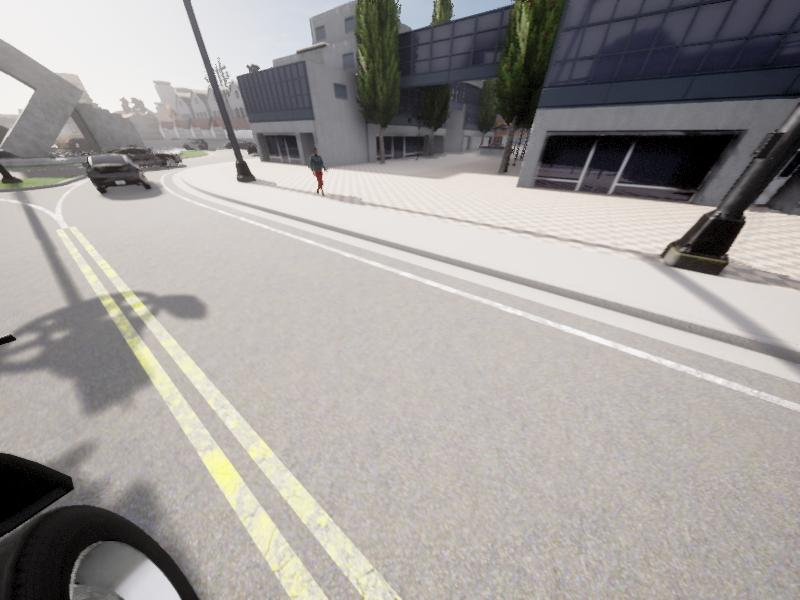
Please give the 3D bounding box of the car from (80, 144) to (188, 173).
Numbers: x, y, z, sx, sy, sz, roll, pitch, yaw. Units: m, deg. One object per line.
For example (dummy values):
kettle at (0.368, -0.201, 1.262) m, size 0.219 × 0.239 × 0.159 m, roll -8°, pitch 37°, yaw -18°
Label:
car at (-21.204, -11.640, 18.818) m, size 1.930 × 1.638 × 5.238 m, roll 16°, pitch 38°, yaw 21°

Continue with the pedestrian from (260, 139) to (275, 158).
pedestrian at (-15.325, -17.593, 26.814) m, size 0.751 × 1.860 × 0.751 m, roll 3°, pitch 35°, yaw 3°

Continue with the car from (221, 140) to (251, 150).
car at (-34.033, -32.244, 48.025) m, size 4.611 × 1.667 × 2.242 m, roll -21°, pitch 40°, yaw -27°

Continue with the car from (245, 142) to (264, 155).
car at (-21.822, -22.784, 34.694) m, size 1.789 × 1.549 × 3.705 m, roll -13°, pitch 37°, yaw -19°

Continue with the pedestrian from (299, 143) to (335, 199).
pedestrian at (-3.309, -5.179, 9.316) m, size 0.751 × 1.860 × 0.751 m, roll 28°, pitch 44°, yaw 34°

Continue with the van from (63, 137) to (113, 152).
van at (-53.419, -26.789, 39.735) m, size 4.442 × 1.987 × 1.775 m, roll -19°, pitch 40°, yaw -25°

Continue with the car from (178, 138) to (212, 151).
car at (-38.222, -29.040, 43.158) m, size 3.866 × 1.878 × 1.905 m, roll -9°, pitch 36°, yaw -13°

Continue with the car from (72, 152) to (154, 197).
car at (-14.494, -6.606, 11.862) m, size 1.837 × 1.490 × 4.892 m, roll -29°, pitch 44°, yaw -35°
